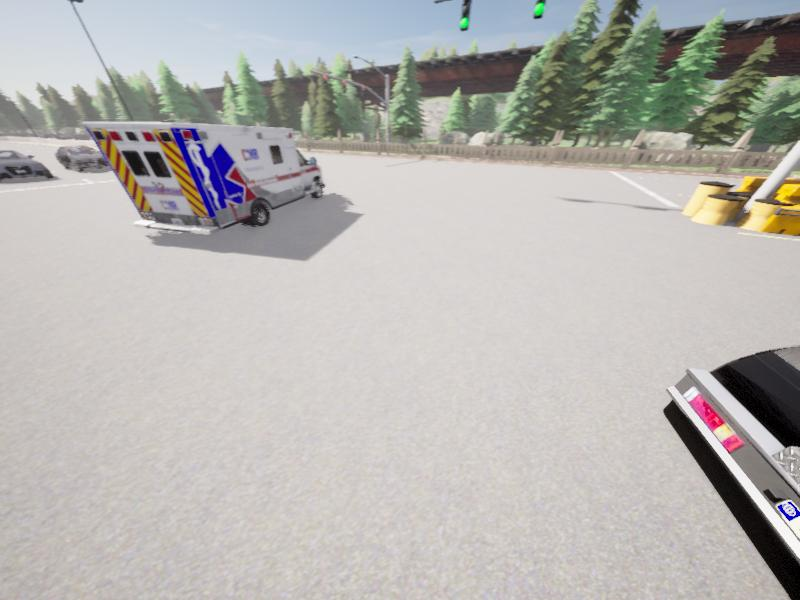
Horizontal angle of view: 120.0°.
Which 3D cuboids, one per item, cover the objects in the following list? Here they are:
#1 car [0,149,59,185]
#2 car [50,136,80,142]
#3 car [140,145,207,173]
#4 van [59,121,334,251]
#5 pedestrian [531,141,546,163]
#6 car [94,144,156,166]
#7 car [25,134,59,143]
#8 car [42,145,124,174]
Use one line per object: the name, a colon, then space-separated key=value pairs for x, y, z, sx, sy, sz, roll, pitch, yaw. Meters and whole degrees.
car: x=-21.616 y=-7.464 z=12.798 sx=4.181 sy=1.385 sz=1.994 roll=18 pitch=39 yaw=23
car: x=-81.516 y=-39.194 z=56.204 sx=4.718 sy=1.301 sz=1.895 roll=8 pitch=36 yaw=10
car: x=-16.715 y=-10.519 z=17.104 sx=3.806 sy=1.475 sz=1.970 roll=19 pitch=39 yaw=23
van: x=-4.806 y=-4.115 z=7.530 sx=2.351 sy=2.431 sz=6.366 roll=8 pitch=36 yaw=9
pedestrian: x=14.223 y=-15.264 z=23.802 sx=0.751 sy=1.860 sz=0.751 roll=19 pitch=39 yaw=23
car: x=-24.056 y=-12.795 z=20.244 sx=4.181 sy=1.385 sz=1.994 roll=17 pitch=38 yaw=21
car: x=-82.922 y=-37.386 z=53.509 sx=4.902 sy=1.511 sz=2.128 roll=8 pitch=36 yaw=10
car: x=-22.763 y=-10.184 z=16.576 sx=5.357 sy=1.411 sz=2.033 roll=18 pitch=39 yaw=23
